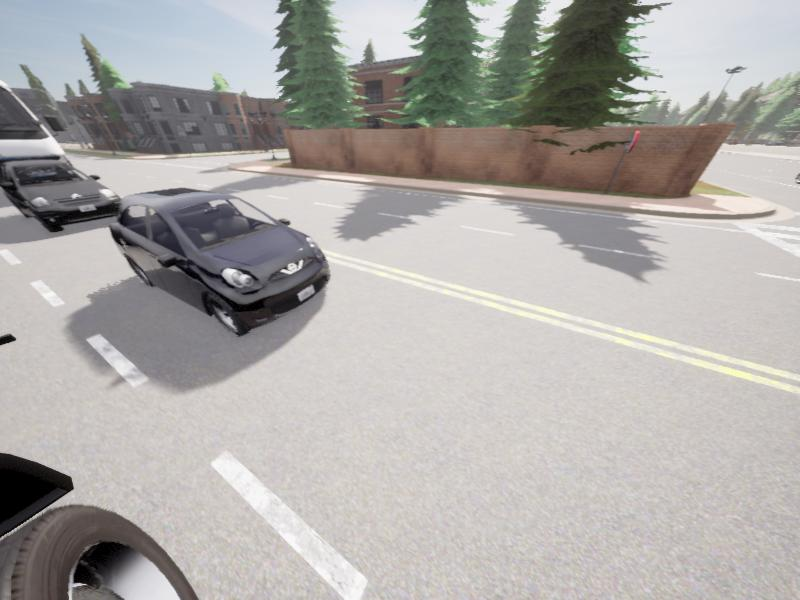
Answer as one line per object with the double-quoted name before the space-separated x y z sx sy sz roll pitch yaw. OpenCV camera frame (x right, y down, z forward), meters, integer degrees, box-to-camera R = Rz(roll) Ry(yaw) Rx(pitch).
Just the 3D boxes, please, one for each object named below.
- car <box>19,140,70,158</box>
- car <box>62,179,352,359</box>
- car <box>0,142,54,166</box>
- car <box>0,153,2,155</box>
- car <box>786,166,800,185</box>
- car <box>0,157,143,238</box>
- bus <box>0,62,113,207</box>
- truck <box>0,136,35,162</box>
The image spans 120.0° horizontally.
"car" -43.708 -18.612 28.388 5.027 1.651 2.152 18 39 23
"car" -2.895 -0.868 3.751 3.633 1.501 1.845 18 39 23
"car" -34.985 -13.499 21.258 5.027 1.651 2.152 18 39 23
"car" -54.004 -19.525 29.766 4.193 1.474 1.816 18 39 23
"car" 22.972 -6.284 11.535 1.994 1.385 4.181 18 39 23
"car" -10.507 -3.335 7.117 3.988 1.617 1.851 18 39 23
"bus" -18.923 -7.185 10.210 10.273 4.253 3.944 18 39 23
"truck" -42.036 -15.949 24.258 6.274 2.098 2.390 18 39 23
